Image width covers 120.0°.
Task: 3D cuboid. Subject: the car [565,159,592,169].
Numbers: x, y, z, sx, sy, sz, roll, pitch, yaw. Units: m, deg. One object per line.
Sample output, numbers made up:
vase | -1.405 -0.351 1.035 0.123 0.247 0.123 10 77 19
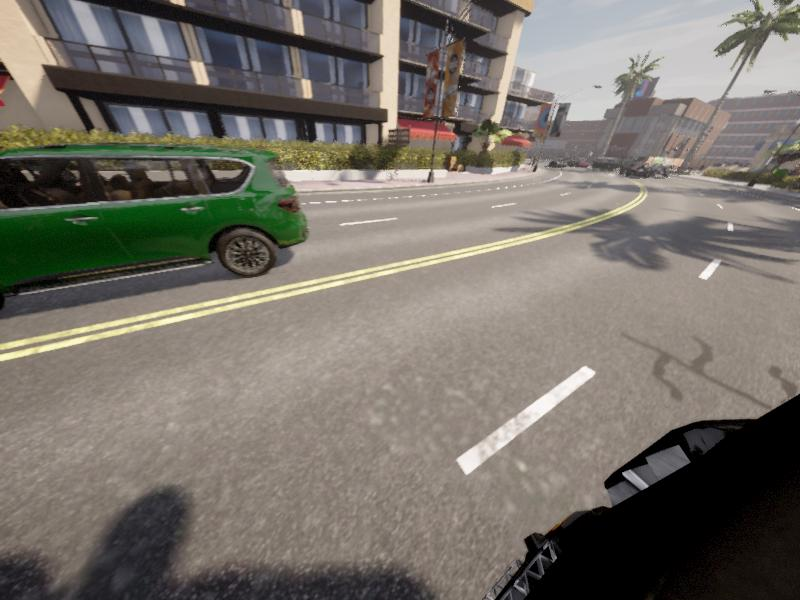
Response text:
car | 36.199 -27.734 46.973 1.994 1.385 4.181 1 34 -2

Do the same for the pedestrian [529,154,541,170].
pedestrian | 18.962 -19.431 32.482 0.751 1.860 0.751 22 38 26

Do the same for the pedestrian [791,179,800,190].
pedestrian | 40.623 -11.993 22.936 0.751 1.860 0.751 23 38 27

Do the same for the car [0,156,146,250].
car | -8.993 -2.178 5.083 3.988 1.617 1.851 -16 38 -26

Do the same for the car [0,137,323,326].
car | -4.525 -1.403 3.855 5.566 2.045 2.150 -16 38 -26

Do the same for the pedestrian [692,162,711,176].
pedestrian | 46.852 -20.319 35.883 0.751 1.860 0.751 13 35 14

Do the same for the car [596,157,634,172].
car | 39.286 -25.032 42.531 2.150 2.045 5.566 6 33 5

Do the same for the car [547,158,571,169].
car | 28.573 -24.610 41.626 1.970 1.475 3.806 8 34 8

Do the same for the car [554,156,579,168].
car | 32.775 -27.302 45.596 1.905 1.878 3.866 4 34 1

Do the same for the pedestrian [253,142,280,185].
pedestrian | -7.039 -7.209 12.225 0.751 1.860 0.751 -17 38 -26

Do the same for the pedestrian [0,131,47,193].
pedestrian | -14.163 -4.886 8.213 0.751 1.860 0.751 -8 35 -16

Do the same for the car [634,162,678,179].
car | 36.221 -18.516 32.924 2.152 1.651 5.027 15 36 17

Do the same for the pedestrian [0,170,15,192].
pedestrian | -15.070 -4.805 8.024 0.751 1.860 0.751 -12 36 -21

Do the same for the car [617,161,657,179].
car | 31.355 -17.370 30.803 2.242 1.667 4.611 17 36 20

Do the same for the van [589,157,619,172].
van | 35.155 -23.483 39.962 1.775 1.987 4.442 9 34 9
